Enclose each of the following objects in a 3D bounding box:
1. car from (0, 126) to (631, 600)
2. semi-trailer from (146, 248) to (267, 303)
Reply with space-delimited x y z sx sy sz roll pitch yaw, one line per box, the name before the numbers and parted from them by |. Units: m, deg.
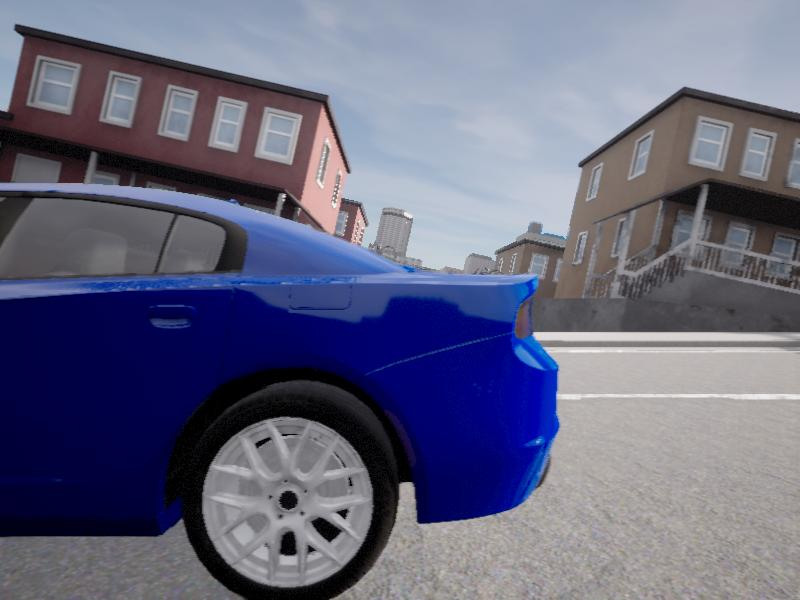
car | -1.780 0.218 2.202 5.008 1.535 1.882 0 0 0
semi-trailer | -26.321 -3.209 55.455 14.254 4.402 2.717 12 -1 -23
